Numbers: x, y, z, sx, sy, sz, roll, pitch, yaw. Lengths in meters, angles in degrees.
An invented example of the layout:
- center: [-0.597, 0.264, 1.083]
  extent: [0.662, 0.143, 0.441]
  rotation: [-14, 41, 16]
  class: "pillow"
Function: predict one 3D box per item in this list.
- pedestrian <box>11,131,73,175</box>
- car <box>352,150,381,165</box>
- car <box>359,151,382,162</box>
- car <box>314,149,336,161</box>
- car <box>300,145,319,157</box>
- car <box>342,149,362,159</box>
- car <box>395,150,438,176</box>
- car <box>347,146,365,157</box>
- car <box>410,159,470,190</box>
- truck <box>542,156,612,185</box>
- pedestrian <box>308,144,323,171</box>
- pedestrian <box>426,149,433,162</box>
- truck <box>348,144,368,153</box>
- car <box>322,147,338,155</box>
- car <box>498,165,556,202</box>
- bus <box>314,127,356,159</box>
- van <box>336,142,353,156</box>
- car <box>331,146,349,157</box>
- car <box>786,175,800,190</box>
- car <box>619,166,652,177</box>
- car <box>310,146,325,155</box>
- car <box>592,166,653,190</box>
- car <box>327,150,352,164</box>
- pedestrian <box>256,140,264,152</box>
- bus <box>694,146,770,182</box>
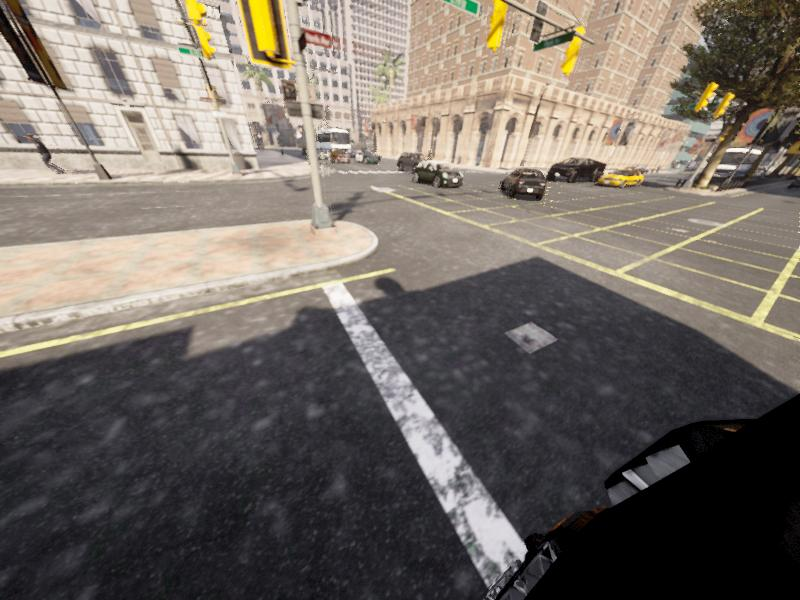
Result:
- center: [-18.095, -7.439, 11.757]
  extent: [0.751, 1.860, 0.751]
  rotation: [-14, 37, -23]
  class: "pedestrian"
- center: [-4.678, -19.730, 31.973]
  extent: [2.038, 1.542, 4.974]
  rotation: [-16, 38, -26]
  class: "car"
- center: [-4.858, -23.627, 38.051]
  extent: [1.895, 1.301, 4.718]
  rotation: [-16, 38, -26]
  class: "car"
- center: [-11.719, -22.694, 36.102]
  extent: [1.895, 1.301, 4.718]
  rotation: [-16, 38, -26]
  class: "car"
- center: [-17.165, -28.288, 43.774]
  extent: [2.242, 1.667, 4.611]
  rotation: [-16, 38, -26]
  class: "car"
- center: [-9.208, -27.991, 44.201]
  extent: [2.033, 1.411, 5.357]
  rotation: [-16, 38, -26]
  class: "car"
- center: [1.530, -13.833, 23.246]
  extent: [1.932, 1.855, 4.605]
  rotation: [-16, 39, -26]
  class: "car"
- center: [-9.647, -32.476, 50.572]
  extent: [2.097, 1.767, 4.553]
  rotation: [-16, 38, -26]
  class: "car"
- center: [2.630, -8.777, 16.074]
  extent: [1.970, 1.475, 3.806]
  rotation: [-16, 38, -26]
  class: "car"
- center: [17.331, -12.720, 22.615]
  extent: [6.274, 2.098, 2.390]
  rotation: [-16, 38, -26]
  class: "truck"
- center: [-7.187, -12.112, 19.665]
  extent: [0.751, 1.860, 0.751]
  rotation: [-18, 39, -29]
  class: "pedestrian"
- center: [5.381, -26.631, 42.557]
  extent: [0.751, 1.860, 0.751]
  rotation: [-15, 37, -25]
  class: "pedestrian"
- center: [-14.802, -53.338, 81.353]
  extent: [6.274, 2.098, 2.390]
  rotation: [-16, 38, -26]
  class: "truck"
- center: [-16.602, -35.323, 54.680]
  extent: [2.033, 1.411, 5.357]
  rotation: [-16, 38, -26]
  class: "car"
- center: [7.549, -7.301, 14.237]
  extent: [1.816, 1.474, 4.193]
  rotation: [8, 34, 8]
  class: "car"
- center: [-11.830, -28.071, 41.538]
  extent: [3.944, 4.253, 10.273]
  rotation: [-16, 37, -26]
  class: "bus"
- center: [-13.257, -36.368, 55.483]
  extent: [1.988, 2.561, 5.915]
  rotation: [-16, 38, -26]
  class: "van"
- center: [-12.831, -31.658, 49.241]
  extent: [2.152, 1.651, 5.027]
  rotation: [-15, 38, -26]
  class: "car"
- center: [49.887, -14.405, 28.286]
  extent: [3.806, 1.475, 1.970]
  rotation: [-16, 38, -26]
  class: "car"
- center: [36.297, -19.885, 35.637]
  extent: [4.718, 1.301, 1.895]
  rotation: [-16, 38, -26]
  class: "car"
- center: [-18.371, -33.305, 51.376]
  extent: [2.007, 1.525, 4.514]
  rotation: [-16, 38, -26]
  class: "car"
- center: [20.003, -11.030, 20.747]
  extent: [5.366, 1.575, 1.801]
  rotation: [-16, 38, -26]
  class: "car"
- center: [-8.233, -19.355, 31.205]
  extent: [1.812, 1.442, 4.674]
  rotation: [-16, 38, -26]
  class: "car"
- center: [-26.570, -29.111, 43.781]
  extent: [0.751, 1.860, 0.751]
  rotation: [-15, 38, -25]
  class: "pedestrian"
- center: [51.771, -21.120, 36.052]
  extent: [10.273, 4.253, 3.944]
  rotation: [-16, 38, -26]
  class: "bus"
